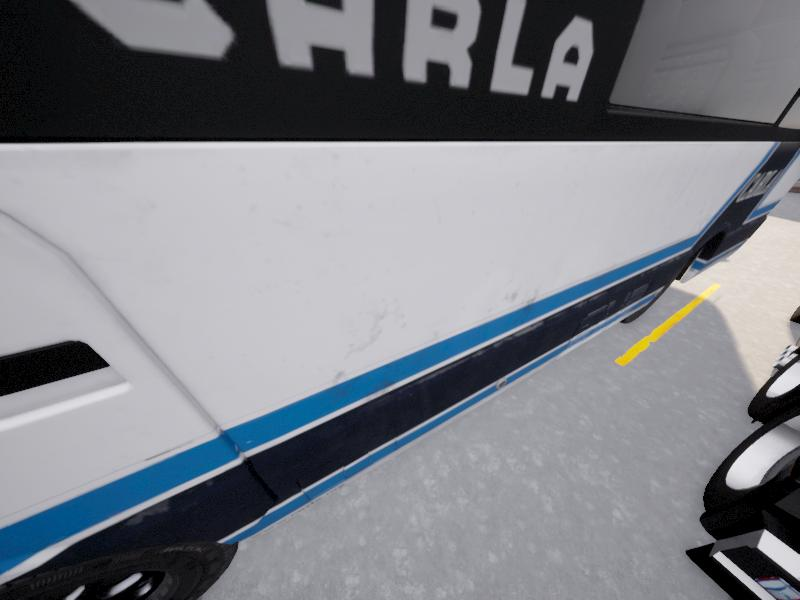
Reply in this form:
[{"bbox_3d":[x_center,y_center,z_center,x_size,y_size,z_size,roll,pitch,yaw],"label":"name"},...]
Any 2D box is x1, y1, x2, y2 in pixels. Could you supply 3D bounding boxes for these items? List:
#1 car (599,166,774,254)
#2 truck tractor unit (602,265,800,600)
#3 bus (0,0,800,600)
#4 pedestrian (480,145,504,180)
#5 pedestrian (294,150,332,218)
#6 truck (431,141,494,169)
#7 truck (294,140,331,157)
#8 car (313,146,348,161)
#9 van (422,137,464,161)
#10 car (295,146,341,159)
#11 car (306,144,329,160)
[{"bbox_3d":[8.786,-3.034,7.094,4.902,1.511,2.128,-20,40,-27],"label":"car"},{"bbox_3d":[5.111,-0.300,0.781,6.516,4.208,3.053,-18,39,-24],"label":"truck tractor unit"},{"bbox_3d":[0.995,-1.494,2.429,10.273,4.253,3.944,-17,38,-23],"label":"bus"},{"bbox_3d":[5.970,-8.976,15.075,0.751,1.860,0.751,-18,39,-24],"label":"pedestrian"},{"bbox_3d":[-2.817,-3.761,7.528,0.751,1.860,0.751,-12,37,-17],"label":"pedestrian"},{"bbox_3d":[6.122,-14.962,23.684,2.390,2.098,6.274,-18,39,-24],"label":"truck"},{"bbox_3d":[-12.913,-22.387,34.141,4.478,2.038,2.069,-18,39,-24],"label":"truck"},{"bbox_3d":[-8.454,-17.935,28.220,3.633,1.501,1.845,-18,39,-24],"label":"car"},{"bbox_3d":[5.591,-20.396,31.097,1.988,2.561,5.915,-18,39,-24],"label":"van"},{"bbox_3d":[-11.112,-20.107,31.427,5.357,1.415,2.033,-18,39,-24],"label":"car"},{"bbox_3d":[-11.140,-20.008,31.159,1.789,1.547,3.705,-18,39,-24],"label":"car"}]
